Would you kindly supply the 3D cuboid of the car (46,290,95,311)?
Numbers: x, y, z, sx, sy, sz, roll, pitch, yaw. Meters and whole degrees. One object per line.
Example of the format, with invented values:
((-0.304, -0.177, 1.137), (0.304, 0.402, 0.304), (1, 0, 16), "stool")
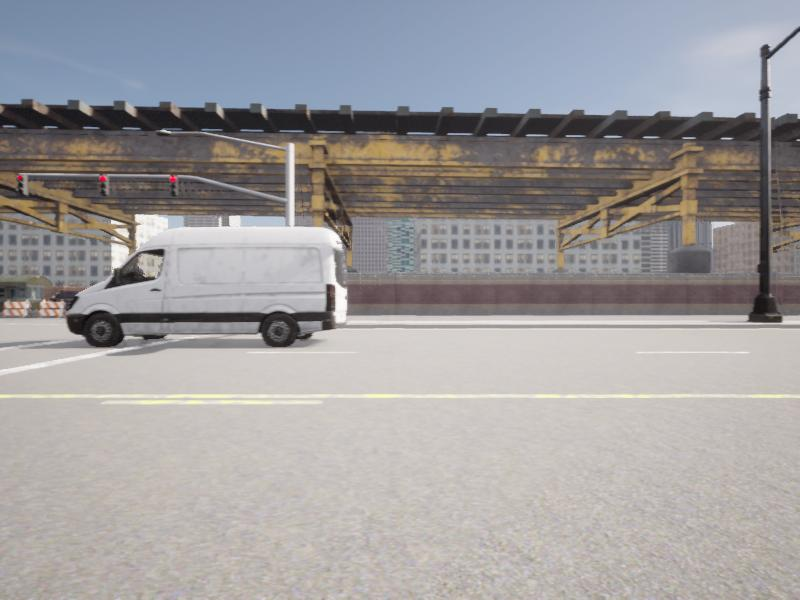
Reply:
((-20.787, 0.039, 25.172), (4.536, 1.218, 1.853), (0, 0, 44), "car")

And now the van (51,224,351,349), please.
((-4.212, -0.277, 9.209), (5.915, 2.561, 1.988), (0, 0, 0), "van")

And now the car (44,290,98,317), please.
((-20.749, 0.197, 25.136), (4.974, 1.542, 2.038), (0, 0, 44), "car")
